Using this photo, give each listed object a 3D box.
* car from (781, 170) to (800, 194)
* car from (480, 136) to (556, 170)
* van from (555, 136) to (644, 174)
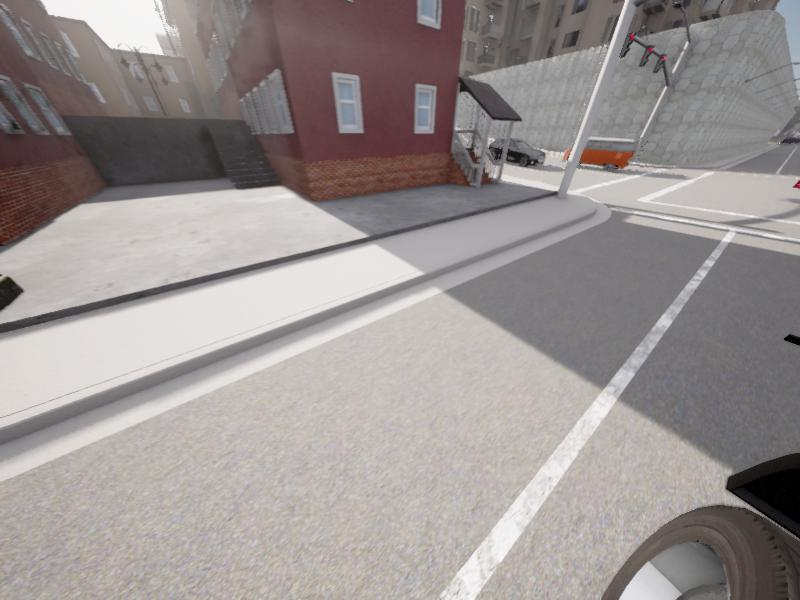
[{"bbox_3d":[19.884,-4.762,9.301,1.994,1.385,4.181,-8,36,-10],"label":"car"},{"bbox_3d":[9.225,-11.888,18.513,2.033,1.649,4.856,-22,46,-28],"label":"car"},{"bbox_3d":[14.867,-11.110,17.536,1.775,1.987,4.442,-26,45,-32],"label":"van"}]
